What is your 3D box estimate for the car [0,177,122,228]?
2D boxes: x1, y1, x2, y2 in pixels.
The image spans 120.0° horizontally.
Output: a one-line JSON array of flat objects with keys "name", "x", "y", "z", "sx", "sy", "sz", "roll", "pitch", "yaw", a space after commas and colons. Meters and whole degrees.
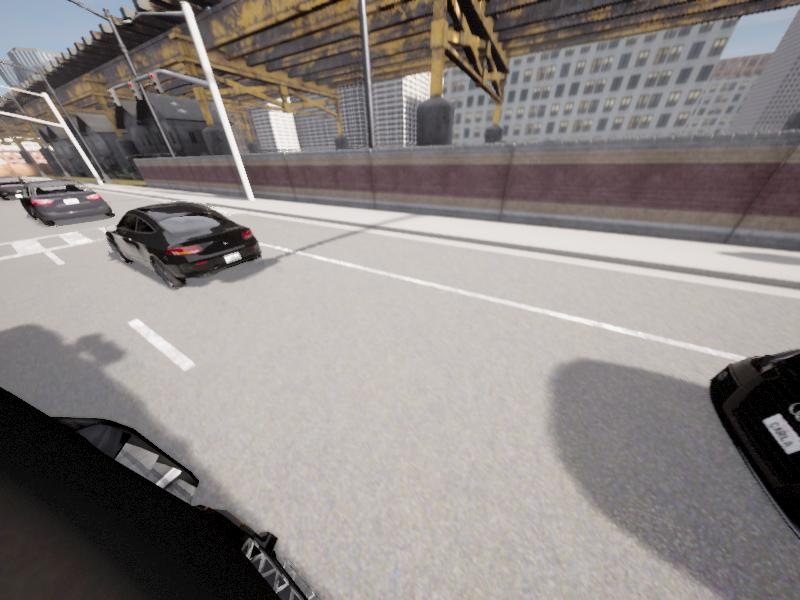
[{"name": "car", "x": -16.196, "y": -4.803, "z": 11.048, "sx": 4.611, "sy": 1.667, "sz": 2.242, "roll": 16, "pitch": 36, "yaw": 26}]

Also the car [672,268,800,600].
[{"name": "car", "x": 4.480, "y": 1.306, "z": 0.701, "sx": 4.181, "sy": 1.385, "sz": 1.994, "roll": 16, "pitch": 36, "yaw": 26}]

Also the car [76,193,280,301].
[{"name": "car", "x": -5.453, "y": -1.599, "z": 5.690, "sx": 4.674, "sy": 1.442, "sz": 1.812, "roll": 16, "pitch": 36, "yaw": 26}]

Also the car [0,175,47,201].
[{"name": "car", "x": -31.939, "y": -9.292, "z": 19.032, "sx": 4.902, "sy": 1.511, "sz": 2.128, "roll": 16, "pitch": 36, "yaw": 26}]
